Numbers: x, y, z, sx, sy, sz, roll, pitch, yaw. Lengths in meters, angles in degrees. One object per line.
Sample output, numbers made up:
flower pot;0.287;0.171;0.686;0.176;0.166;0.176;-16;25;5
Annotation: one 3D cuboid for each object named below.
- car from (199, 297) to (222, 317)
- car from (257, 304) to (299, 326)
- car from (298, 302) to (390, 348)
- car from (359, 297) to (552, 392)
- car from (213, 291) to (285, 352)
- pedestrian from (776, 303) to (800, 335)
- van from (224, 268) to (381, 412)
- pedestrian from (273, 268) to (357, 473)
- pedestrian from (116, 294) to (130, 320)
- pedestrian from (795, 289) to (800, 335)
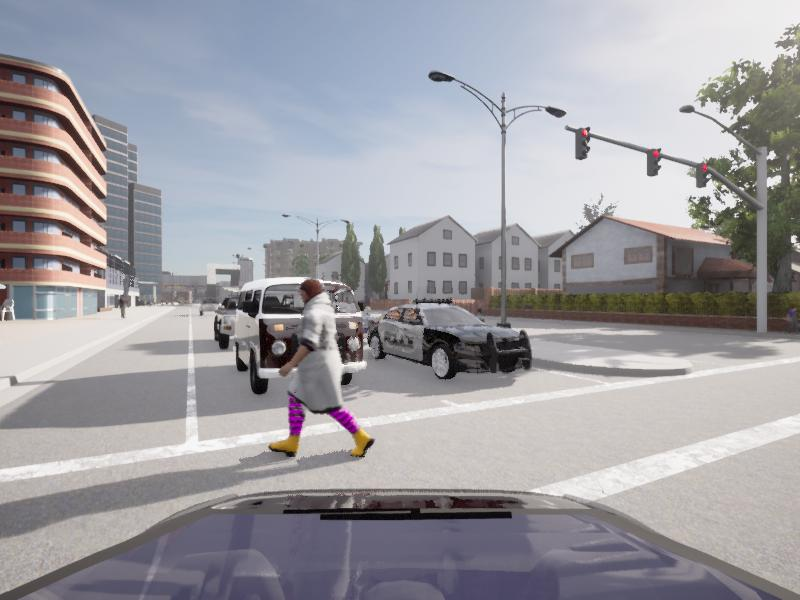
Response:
car;-18.975;0.653;39.982;1.932;1.855;4.605;0;0;-28
car;-8.424;0.944;27.403;1.895;1.301;4.718;0;0;-28
car;-2.416;0.851;15.947;2.163;1.488;4.792;0;0;-28
car;0.898;0.771;9.701;1.930;1.638;5.238;0;0;-28
car;-5.661;0.652;14.604;1.932;1.855;4.605;0;0;-28
pedestrian;16.483;0.772;16.784;0.751;1.300;0.751;0;0;12
van;-2.275;0.571;8.144;2.069;2.038;4.480;0;0;-28
pedestrian;-0.823;0.637;4.050;0.751;1.860;0.751;0;0;-7
pedestrian;-20.089;0.485;29.047;0.751;1.860;0.751;0;0;-30
pedestrian;16.775;0.491;16.285;0.751;1.860;0.751;0;0;-17
